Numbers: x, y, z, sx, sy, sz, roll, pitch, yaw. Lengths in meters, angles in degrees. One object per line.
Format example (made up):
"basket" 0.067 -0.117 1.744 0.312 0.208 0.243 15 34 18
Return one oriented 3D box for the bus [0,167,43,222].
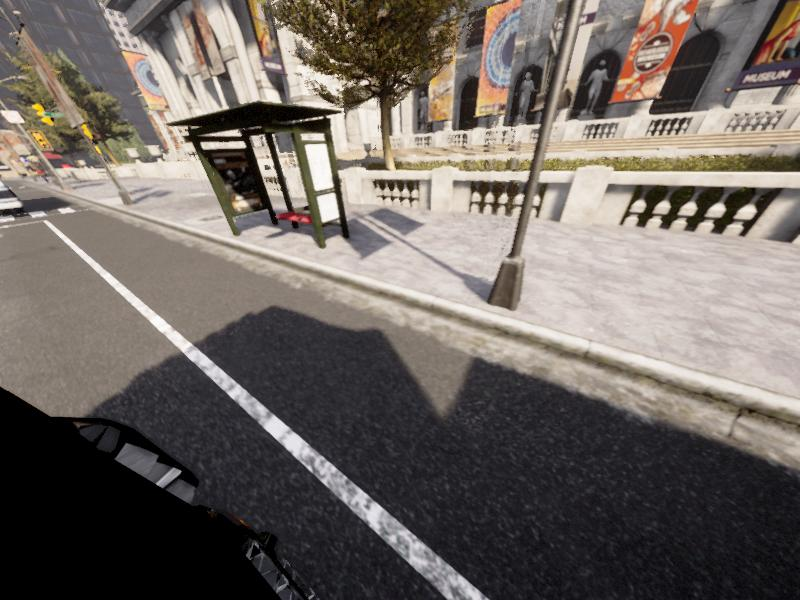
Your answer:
"bus" -24.962 -6.825 12.433 10.273 4.253 3.944 18 39 27
